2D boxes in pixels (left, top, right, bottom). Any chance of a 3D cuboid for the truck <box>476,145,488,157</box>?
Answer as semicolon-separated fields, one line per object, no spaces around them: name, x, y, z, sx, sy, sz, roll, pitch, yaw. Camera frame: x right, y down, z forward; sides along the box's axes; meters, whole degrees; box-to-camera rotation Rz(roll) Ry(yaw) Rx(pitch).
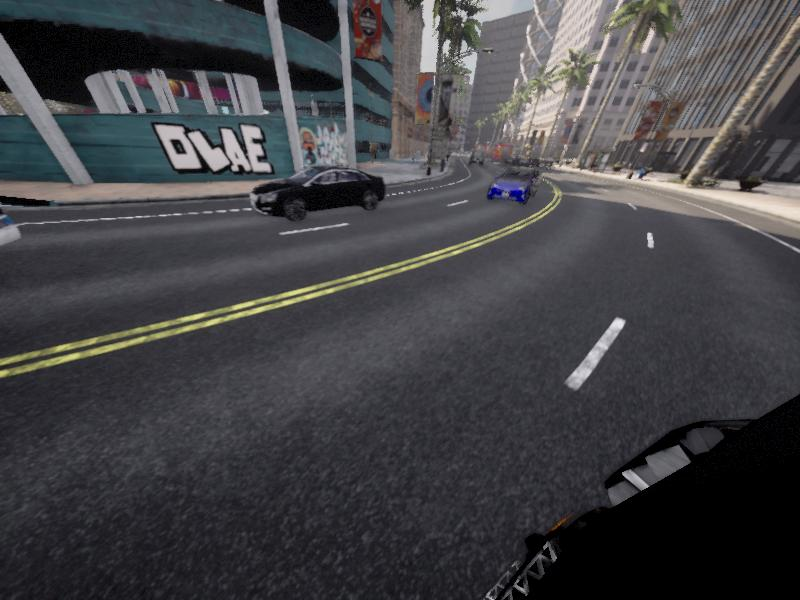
truck;33.000;-60.216;93.301;2.891;3.827;8.468;8;34;8

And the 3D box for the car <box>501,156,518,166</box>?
car;21.325;-27.188;45.070;1.994;1.385;4.181;8;34;8

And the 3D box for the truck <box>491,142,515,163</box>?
truck;23.448;-34.063;53.325;2.891;3.827;8.468;8;34;8

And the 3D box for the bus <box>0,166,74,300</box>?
bus;-10.614;-0.652;0.335;10.273;4.253;3.944;-11;37;-20

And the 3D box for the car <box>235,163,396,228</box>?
car;-2.746;-4.075;8.504;4.902;1.511;2.128;-24;42;-33

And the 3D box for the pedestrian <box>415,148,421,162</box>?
pedestrian;2.958;-23.615;37.639;0.751;1.860;0.751;8;34;8

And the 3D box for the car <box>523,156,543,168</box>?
car;24.230;-25.310;42.238;1.851;1.617;3.988;8;34;8

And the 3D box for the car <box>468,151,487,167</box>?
car;12.717;-23.468;38.258;2.150;2.045;5.566;8;34;8

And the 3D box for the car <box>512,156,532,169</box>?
car;19.420;-21.948;36.897;1.789;1.549;3.705;8;34;8

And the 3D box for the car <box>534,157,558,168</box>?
car;27.803;-26.393;44.182;2.231;1.521;4.892;8;34;8

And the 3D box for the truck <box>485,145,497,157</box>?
truck;36.433;-59.733;92.817;2.891;3.827;8.468;8;34;8

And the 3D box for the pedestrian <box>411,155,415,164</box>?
pedestrian;1.835;-19.978;32.780;0.500;1.100;0.500;9;34;9

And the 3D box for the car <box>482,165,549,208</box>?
car;6.312;-6.252;12.404;2.007;1.525;4.514;23;39;27

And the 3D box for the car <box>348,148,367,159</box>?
car;-7.850;-27.229;42.811;2.007;1.523;4.514;8;34;8

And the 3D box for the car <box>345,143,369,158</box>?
car;-7.846;-27.524;42.546;2.435;2.045;5.566;8;34;8

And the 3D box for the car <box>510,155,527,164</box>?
car;26.457;-31.567;51.883;2.128;1.511;4.902;8;34;8
